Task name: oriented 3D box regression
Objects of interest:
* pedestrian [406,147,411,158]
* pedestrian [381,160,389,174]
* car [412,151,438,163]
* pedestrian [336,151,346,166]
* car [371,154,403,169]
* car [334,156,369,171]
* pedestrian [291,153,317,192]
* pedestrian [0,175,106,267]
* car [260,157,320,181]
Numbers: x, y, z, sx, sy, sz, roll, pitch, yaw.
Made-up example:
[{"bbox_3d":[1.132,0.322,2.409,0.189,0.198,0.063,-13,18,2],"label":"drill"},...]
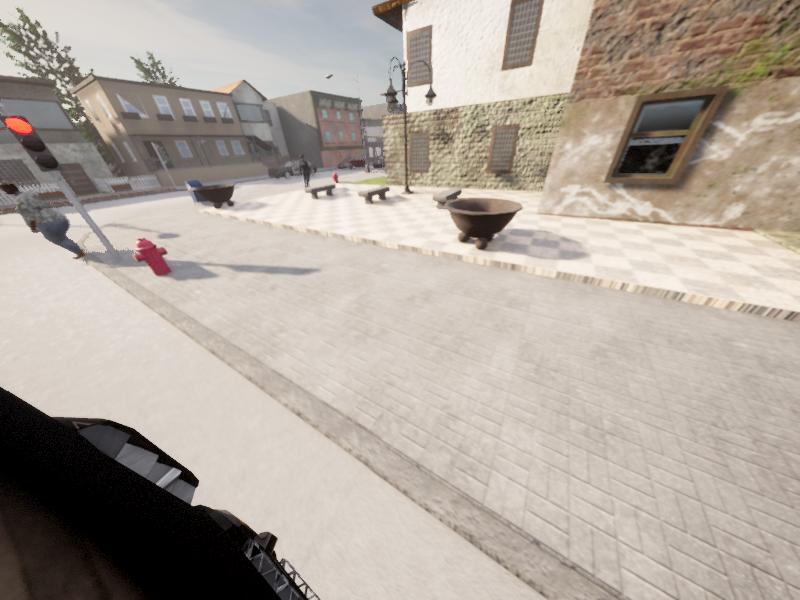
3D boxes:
[{"bbox_3d":[1.832,-30.676,48.168,0.751,1.860,0.751,-28,41,-33],"label":"pedestrian"},{"bbox_3d":[-1.399,-12.459,21.623,0.500,1.100,0.500,15,38,25],"label":"pedestrian"},{"bbox_3d":[4.209,-23.516,37.845,2.033,1.411,5.357,17,38,27],"label":"car"},{"bbox_3d":[-8.797,-21.144,34.588,0.751,1.860,0.751,12,36,21],"label":"pedestrian"},{"bbox_3d":[-1.579,-17.944,29.898,1.994,1.385,4.181,17,38,27],"label":"car"},{"bbox_3d":[-6.199,-17.813,30.046,1.994,1.385,4.181,17,38,27],"label":"car"},{"bbox_3d":[-5.454,-7.312,13.246,0.751,1.860,0.751,-5,34,-3],"label":"pedestrian"},{"bbox_3d":[-8.383,-1.852,5.478,0.751,1.860,0.751,-16,36,-19],"label":"pedestrian"},{"bbox_3d":[-10.948,-13.465,23.598,1.930,1.638,5.238,16,38,26],"label":"car"}]
